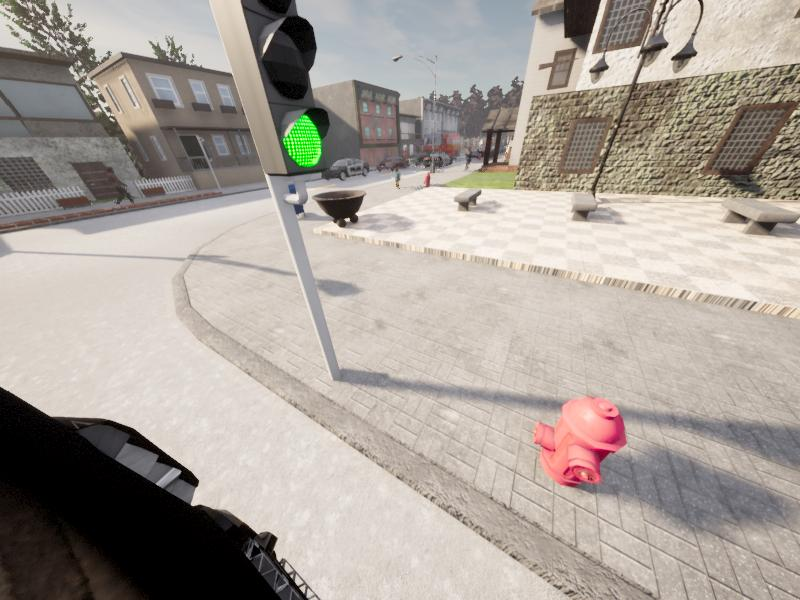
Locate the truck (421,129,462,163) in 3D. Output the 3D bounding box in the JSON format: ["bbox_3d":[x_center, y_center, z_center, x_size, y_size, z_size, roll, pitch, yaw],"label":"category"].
[{"bbox_3d":[6.459,-23.422,35.226,2.891,3.827,8.468,16,38,26],"label":"truck"}]

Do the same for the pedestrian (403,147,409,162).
[{"bbox_3d":[0.935,-23.006,36.565,0.751,1.860,0.751,11,36,20],"label":"pedestrian"}]

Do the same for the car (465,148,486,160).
[{"bbox_3d":[12.259,-23.643,37.338,1.994,1.385,4.181,16,38,26],"label":"car"}]

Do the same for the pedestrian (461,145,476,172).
[{"bbox_3d":[5.821,-12.023,19.670,0.751,1.860,0.751,19,39,30],"label":"pedestrian"}]

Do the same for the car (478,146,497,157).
[{"bbox_3d":[16.250,-27.555,42.899,2.033,1.411,5.357,16,38,26],"label":"car"}]

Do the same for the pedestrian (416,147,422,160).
[{"bbox_3d":[3.223,-25.197,39.686,0.751,1.860,0.751,14,37,24],"label":"pedestrian"}]

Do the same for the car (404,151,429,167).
[{"bbox_3d":[2.186,-18.254,29.829,1.789,1.549,3.705,16,38,26],"label":"car"}]

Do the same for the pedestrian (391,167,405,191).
[{"bbox_3d":[-0.094,-6.686,12.761,0.500,1.100,0.500,26,43,36],"label":"pedestrian"}]

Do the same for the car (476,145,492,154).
[{"bbox_3d":[19.820,-35.424,54.387,2.163,1.488,4.792,16,38,26],"label":"car"}]

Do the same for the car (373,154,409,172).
[{"bbox_3d":[-0.860,-15.218,25.660,1.994,1.385,4.181,16,38,26],"label":"car"}]

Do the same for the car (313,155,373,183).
[{"bbox_3d":[-4.764,-11.606,20.276,1.930,1.638,5.238,15,38,25],"label":"car"}]

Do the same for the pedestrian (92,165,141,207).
[{"bbox_3d":[-14.873,-6.001,12.181,0.751,1.860,0.751,16,38,26],"label":"pedestrian"}]

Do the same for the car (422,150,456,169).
[{"bbox_3d":[4.590,-16.218,26.602,2.038,1.542,4.974,16,38,26],"label":"car"}]
